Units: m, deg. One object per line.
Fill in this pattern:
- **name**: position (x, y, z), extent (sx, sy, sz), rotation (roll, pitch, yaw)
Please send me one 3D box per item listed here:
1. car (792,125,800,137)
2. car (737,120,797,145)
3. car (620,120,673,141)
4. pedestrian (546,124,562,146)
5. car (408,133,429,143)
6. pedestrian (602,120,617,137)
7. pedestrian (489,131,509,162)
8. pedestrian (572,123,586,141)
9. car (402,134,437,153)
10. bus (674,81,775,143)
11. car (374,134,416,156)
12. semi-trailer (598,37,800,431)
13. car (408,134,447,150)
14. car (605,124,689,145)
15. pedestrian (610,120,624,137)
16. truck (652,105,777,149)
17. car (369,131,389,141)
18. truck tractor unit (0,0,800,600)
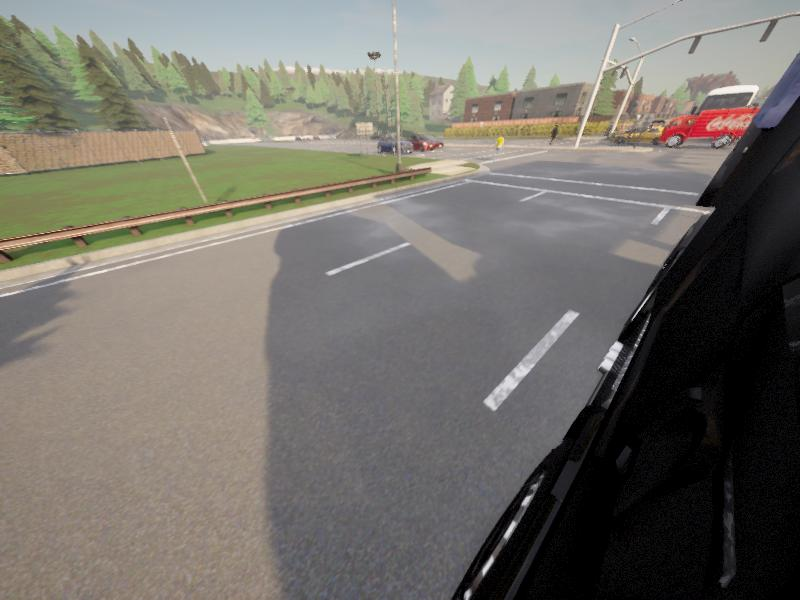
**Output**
- **car**: position (43.633, -18.126, 24.186), extent (3.806, 1.475, 1.970), rotation (-28, 43, -30)
- **car**: position (31.617, -14.501, 20.016), extent (4.902, 1.511, 2.128), rotation (-28, 43, -30)
- **car**: position (29.329, -20.239, 27.609), extent (3.866, 1.878, 1.905), rotation (-9, 37, -8)
- **pedestrian**: position (15.822, -16.952, 23.751), extent (0.751, 1.860, 0.751), rotation (23, 43, 30)
- **car**: position (3.521, -31.523, 44.879), extent (1.970, 1.475, 3.806), rotation (-30, 44, -32)
- **pedestrian**: position (30.000, -24.536, 33.112), extent (0.751, 1.860, 0.751), rotation (-15, 38, -16)
- **pedestrian**: position (7.317, -11.382, 17.140), extent (0.751, 1.860, 0.751), rotation (-30, 44, -32)
- **pedestrian**: position (24.151, -22.604, 31.127), extent (0.751, 1.860, 0.751), rotation (29, 47, 36)
- **car**: position (2.193, -18.219, 26.847), extent (1.851, 1.617, 3.988), rotation (-27, 43, -30)
- **bus**: position (33.652, -19.326, 24.110), extent (10.273, 4.253, 3.944), rotation (-28, 43, -30)
- **car**: position (-0.588, -16.946, 25.144), extent (2.097, 1.767, 4.553), rotation (-27, 43, -30)
- **semi-trailer**: position (8.700, -3.585, 4.253), extent (14.254, 4.402, 2.717), rotation (-28, 43, -30)
- **car**: position (3.489, -20.551, 30.026), extent (2.163, 1.488, 4.792), rotation (-27, 43, -30)
- **car**: position (24.662, -16.664, 23.329), extent (1.801, 1.575, 5.366), rotation (-27, 43, -30)
- **pedestrian**: position (31.022, -24.528, 33.036), extent (0.751, 1.860, 0.751), rotation (27, 46, 34)
- **truck**: position (24.720, -13.698, 18.533), extent (2.627, 2.467, 5.204), rotation (-27, 42, -29)
- **car**: position (-5.296, -40.911, 57.668), extent (2.150, 2.045, 5.566), rotation (-28, 43, -30)
- **truck tractor unit**: position (2.645, -0.295, 0.351), extent (6.516, 4.208, 3.053), rotation (-28, 44, -30)
